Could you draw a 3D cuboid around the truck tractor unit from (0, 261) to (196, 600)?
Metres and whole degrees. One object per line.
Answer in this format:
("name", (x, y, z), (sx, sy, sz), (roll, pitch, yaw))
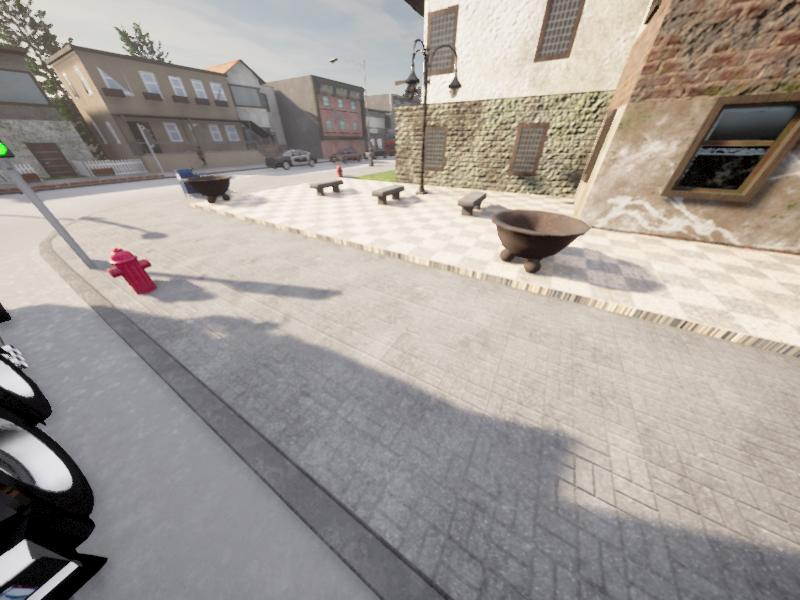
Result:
("truck tractor unit", (-5.104, -0.308, 0.785), (6.516, 4.208, 3.053), (19, 39, 24))

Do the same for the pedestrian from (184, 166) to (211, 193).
("pedestrian", (-9.908, -5.884, 11.314), (0.500, 1.100, 0.500), (27, 43, 33))

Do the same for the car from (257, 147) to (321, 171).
("car", (-10.382, -13.636, 22.212), (1.930, 1.638, 5.238), (18, 39, 24))

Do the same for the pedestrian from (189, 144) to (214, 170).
("pedestrian", (-17.221, -12.400, 20.073), (0.751, 1.860, 0.751), (5, 35, 8))
